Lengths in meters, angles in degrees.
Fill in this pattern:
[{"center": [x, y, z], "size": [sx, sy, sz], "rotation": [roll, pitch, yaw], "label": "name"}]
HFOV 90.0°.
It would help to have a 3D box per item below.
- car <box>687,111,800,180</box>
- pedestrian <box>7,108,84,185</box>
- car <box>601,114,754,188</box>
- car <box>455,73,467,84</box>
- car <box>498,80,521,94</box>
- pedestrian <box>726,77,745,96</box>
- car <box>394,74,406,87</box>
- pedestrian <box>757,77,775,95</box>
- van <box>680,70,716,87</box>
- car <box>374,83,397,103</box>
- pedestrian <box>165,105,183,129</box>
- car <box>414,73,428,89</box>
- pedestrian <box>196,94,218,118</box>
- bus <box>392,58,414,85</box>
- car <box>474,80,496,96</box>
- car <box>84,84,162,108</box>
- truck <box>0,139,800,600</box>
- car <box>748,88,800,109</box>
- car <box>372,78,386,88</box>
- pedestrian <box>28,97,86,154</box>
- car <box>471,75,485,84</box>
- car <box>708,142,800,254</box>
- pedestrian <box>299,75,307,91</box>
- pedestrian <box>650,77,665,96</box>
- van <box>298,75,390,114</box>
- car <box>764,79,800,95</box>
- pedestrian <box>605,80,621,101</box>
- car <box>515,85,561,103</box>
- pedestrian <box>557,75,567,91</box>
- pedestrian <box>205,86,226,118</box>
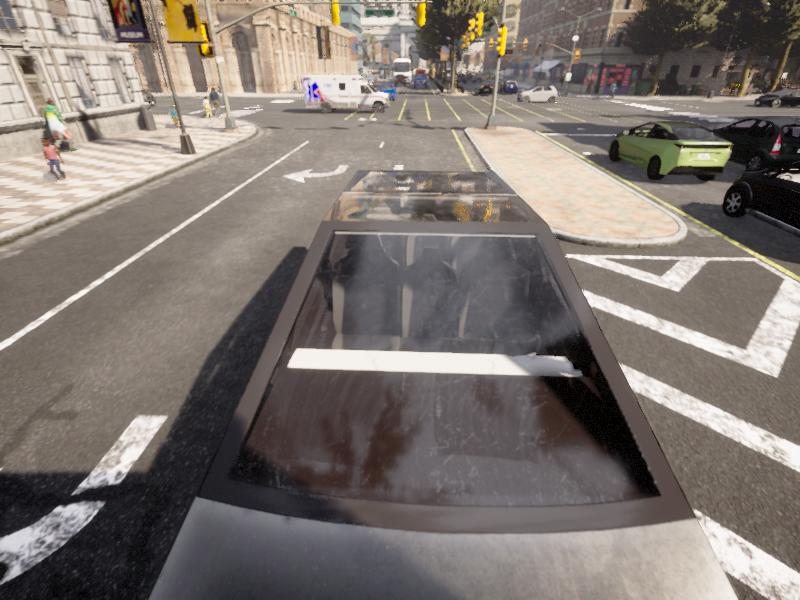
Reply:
[{"center": [12.273, -5.432, 13.777], "size": [1.851, 1.617, 3.988], "rotation": [1, 30, 2], "label": "car"}, {"center": [-9.600, -4.181, 10.921], "size": [0.751, 1.860, 0.751], "rotation": [-6, 31, -10], "label": "pedestrian"}, {"center": [8.738, -5.091, 13.255], "size": [2.007, 1.525, 4.514], "rotation": [1, 30, 2], "label": "car"}, {"center": [12.155, -44.364, 80.116], "size": [1.932, 1.855, 4.605], "rotation": [1, 30, 2], "label": "car"}, {"center": [14.223, -27.759, 52.115], "size": [1.970, 1.475, 3.806], "rotation": [1, 30, 2], "label": "car"}, {"center": [38.203, -24.279, 45.558], "size": [0.751, 1.860, 0.751], "rotation": [-3, 30, -5], "label": "pedestrian"}, {"center": [0.041, -37.494, 68.305], "size": [1.905, 1.878, 3.866], "rotation": [1, 30, 2], "label": "car"}, {"center": [43.202, -25.253, 47.251], "size": [0.751, 1.860, 0.751], "rotation": [8, 31, 12], "label": "pedestrian"}, {"center": [53.340, -39.785, 71.801], "size": [1.988, 2.561, 5.915], "rotation": [1, 30, 2], "label": "van"}, {"center": [-1.395, -20.875, 40.194], "size": [1.882, 1.535, 5.008], "rotation": [1, 31, 2], "label": "car"}, {"center": [-11.705, -9.466, 20.705], "size": [0.500, 1.100, 0.500], "rotation": [-20, 36, -31], "label": "pedestrian"}, {"center": [3.322, -35.000, 63.887], "size": [2.150, 2.045, 5.566], "rotation": [1, 30, 2], "label": "car"}, {"center": [-12.130, -12.182, 25.150], "size": [0.751, 1.300, 0.751], "rotation": [0, 30, -1], "label": "pedestrian"}, {"center": [0.674, -44.339, 77.650], "size": [3.944, 4.253, 10.273], "rotation": [1, 30, 2], "label": "bus"}, {"center": [10.596, -26.621, 50.092], "size": [2.038, 1.542, 4.974], "rotation": [2, 30, 3], "label": "car"}, {"center": [-23.067, -17.095, 33.480], "size": [4.611, 1.667, 2.242], "rotation": [1, 30, 2], "label": "car"}, {"center": [0.253, 0.138, 3.698], "size": [2.390, 2.098, 6.274], "rotation": [1, 30, 2], "label": "truck"}, {"center": [33.757, -17.545, 34.739], "size": [4.792, 1.488, 2.163], "rotation": [1, 30, 2], "label": "car"}, {"center": [-3.394, -35.161, 64.854], "size": [1.895, 1.301, 4.718], "rotation": [1, 30, 2], "label": "car"}, {"center": [-12.574, -6.413, 14.724], "size": [0.751, 1.860, 0.751], "rotation": [3, 30, 4], "label": "pedestrian"}, {"center": [15.702, -44.725, 81.035], "size": [2.038, 1.542, 4.974], "rotation": [1, 30, 2], "label": "car"}, {"center": [8.467, -1.986, 7.915], "size": [1.789, 1.549, 3.705], "rotation": [1, 30, 2], "label": "car"}, {"center": [-12.759, -28.632, 52.735], "size": [0.751, 1.860, 0.751], "rotation": [1, 30, 1], "label": "pedestrian"}, {"center": [29.677, -24.616, 46.090], "size": [0.751, 1.860, 0.751], "rotation": [1, 30, 2], "label": "pedestrian"}, {"center": [-3.967, -15.237, 29.652], "size": [6.366, 2.431, 2.351], "rotation": [1, 30, 2], "label": "van"}, {"center": [52.459, -28.837, 54.103], "size": [2.242, 1.667, 4.611], "rotation": [1, 30, 2], "label": "car"}, {"center": [21.722, -21.381, 40.815], "size": [0.751, 1.860, 0.751], "rotation": [-3, 30, -5], "label": "pedestrian"}, {"center": [13.162, -19.783, 38.407], "size": [3.633, 1.501, 1.845], "rotation": [1, 30, 2], "label": "car"}, {"center": [22.231, -29.821, 54.955], "size": [0.751, 1.860, 0.751], "rotation": [-5, 31, -8], "label": "pedestrian"}, {"center": [-12.248, -13.183, 26.610], "size": [0.751, 1.860, 0.751], "rotation": [-2, 30, -4], "label": "pedestrian"}]
